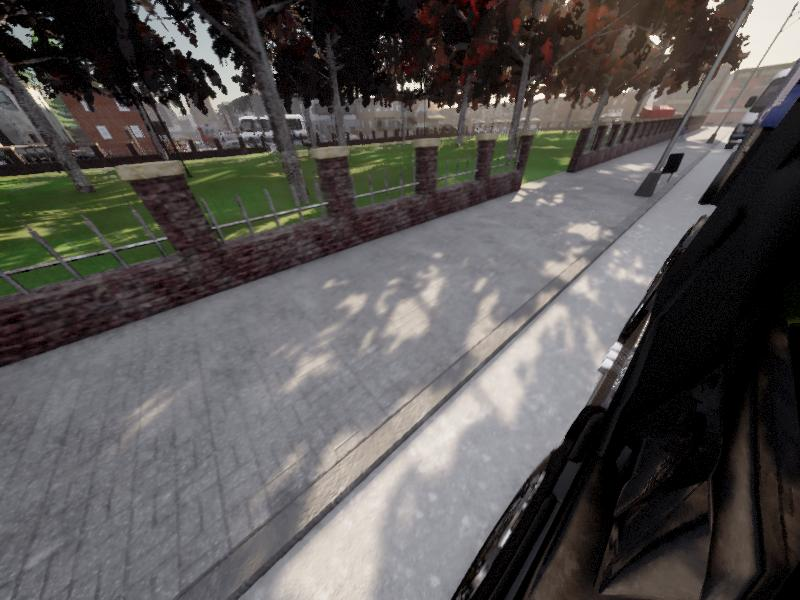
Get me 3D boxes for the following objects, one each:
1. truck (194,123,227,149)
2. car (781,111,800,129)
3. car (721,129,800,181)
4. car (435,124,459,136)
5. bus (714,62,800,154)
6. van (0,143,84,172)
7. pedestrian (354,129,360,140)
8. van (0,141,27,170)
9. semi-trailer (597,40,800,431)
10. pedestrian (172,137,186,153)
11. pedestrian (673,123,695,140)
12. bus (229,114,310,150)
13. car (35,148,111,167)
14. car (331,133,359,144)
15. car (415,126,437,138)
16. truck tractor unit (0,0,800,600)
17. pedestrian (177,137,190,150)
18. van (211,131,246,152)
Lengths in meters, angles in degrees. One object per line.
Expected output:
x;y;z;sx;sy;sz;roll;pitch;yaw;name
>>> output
-37.885;-32.708;46.078;2.891;3.827;8.468;-28;44;-30;truck
55.308;-24.716;31.649;1.932;1.855;4.605;28;47;34;car
16.597;-6.598;10.259;5.357;1.411;2.033;-28;44;-30;car
10.917;-39.315;53.475;5.566;2.045;2.150;-30;45;-32;car
26.817;-13.178;16.020;10.273;4.253;3.944;-28;44;-30;bus
-35.771;-14.301;23.052;4.442;1.987;1.775;-30;45;-31;van
-9.235;-35.683;49.773;0.751;1.860;0.751;-17;39;-18;pedestrian
-43.090;-13.887;22.564;6.366;2.431;2.351;-28;44;-30;van
8.717;-3.590;4.213;14.254;4.402;2.717;-28;44;-30;semi-trailer
-33.191;-23.280;34.696;0.751;1.860;0.751;-22;41;-24;pedestrian
27.576;-16.348;22.423;0.751;1.300;0.751;-28;44;-30;pedestrian
-20.711;-27.323;37.555;10.273;4.253;3.944;-18;39;-19;bus
-37.078;-16.357;26.432;4.718;1.301;1.895;-26;43;-28;car
-10.430;-30.957;44.131;4.674;1.442;1.812;-29;44;-30;car
5.669;-36.583;50.296;4.605;1.855;1.932;-28;44;-30;car
2.645;-0.295;0.351;6.516;4.208;3.053;-28;44;-30;truck tractor unit
-37.601;-27.124;40.057;0.751;1.860;0.751;24;44;30;pedestrian
-27.311;-25.192;36.666;2.351;2.431;6.366;-34;47;-32;van
